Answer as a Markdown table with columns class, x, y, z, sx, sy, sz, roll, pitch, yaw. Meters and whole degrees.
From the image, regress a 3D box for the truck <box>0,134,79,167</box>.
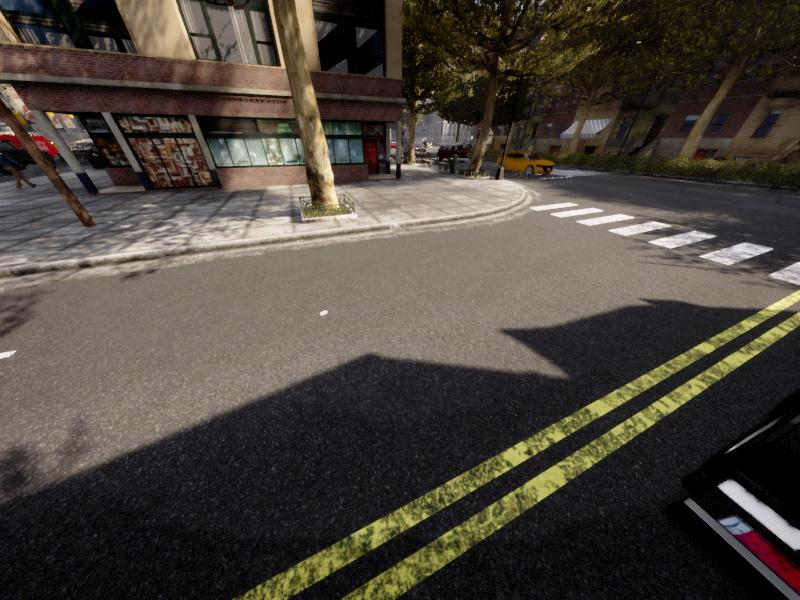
| class | x | y | z | sx | sy | sz | roll | pitch | yaw |
| --- | --- | --- | --- | --- | --- | --- | --- | --- | --- |
| truck | -36.718 | -15.029 | 23.139 | 2.627 | 2.467 | 5.204 | -13 | 36 | -18 |

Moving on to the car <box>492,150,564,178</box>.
| class | x | y | z | sx | sy | sz | roll | pitch | yaw |
| --- | --- | --- | --- | --- | --- | --- | --- | --- | --- |
| car | 10.153 | -11.265 | 18.906 | 1.882 | 1.535 | 5.008 | -12 | 37 | -18 |

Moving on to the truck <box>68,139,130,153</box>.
| class | x | y | z | sx | sy | sz | roll | pitch | yaw |
| --- | --- | --- | --- | --- | --- | --- | --- | --- | --- |
| truck | -54.928 | -28.333 | 42.440 | 6.274 | 2.098 | 2.390 | -13 | 37 | -18 |

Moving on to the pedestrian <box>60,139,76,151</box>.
| class | x | y | z | sx | sy | sz | roll | pitch | yaw |
| --- | --- | --- | --- | --- | --- | --- | --- | --- | --- |
| pedestrian | -64.042 | -29.939 | 44.583 | 0.751 | 1.860 | 0.751 | -22 | 40 | -28 |

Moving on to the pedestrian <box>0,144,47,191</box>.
| class | x | y | z | sx | sy | sz | roll | pitch | yaw |
| --- | --- | --- | --- | --- | --- | --- | --- | --- | --- |
| pedestrian | -18.234 | -6.214 | 10.851 | 0.751 | 1.860 | 0.751 | -9 | 36 | -12 |

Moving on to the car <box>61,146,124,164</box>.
| class | x | y | z | sx | sy | sz | roll | pitch | yaw |
| --- | --- | --- | --- | --- | --- | --- | --- | --- | --- |
| car | -34.187 | -16.390 | 25.960 | 2.128 | 1.511 | 4.902 | -13 | 37 | -18 |

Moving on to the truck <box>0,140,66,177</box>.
| class | x | y | z | sx | sy | sz | roll | pitch | yaw |
| --- | --- | --- | --- | --- | --- | --- | --- | --- | --- |
| truck | -30.161 | -10.852 | 17.522 | 2.390 | 2.098 | 6.274 | -13 | 37 | -18 |

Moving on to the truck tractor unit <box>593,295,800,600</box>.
| class | x | y | z | sx | sy | sz | roll | pitch | yaw |
| --- | --- | --- | --- | --- | --- | --- | --- | --- | --- |
| truck tractor unit | 5.232 | -0.156 | 0.573 | 6.516 | 4.208 | 3.053 | -13 | 37 | -17 |

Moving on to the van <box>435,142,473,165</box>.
| class | x | y | z | sx | sy | sz | roll | pitch | yaw |
| --- | --- | --- | --- | --- | --- | --- | --- | --- | --- |
| van | 6.140 | -17.244 | 27.022 | 2.069 | 2.038 | 4.480 | -13 | 37 | -18 |
